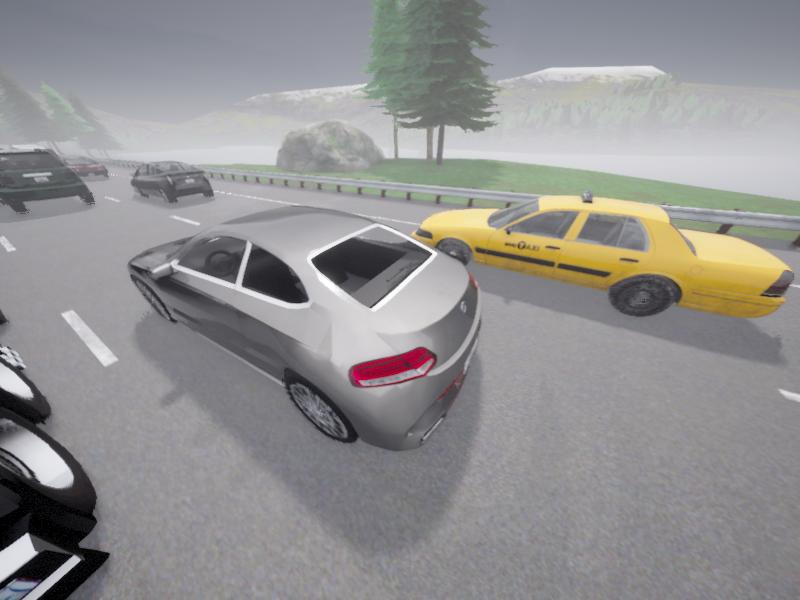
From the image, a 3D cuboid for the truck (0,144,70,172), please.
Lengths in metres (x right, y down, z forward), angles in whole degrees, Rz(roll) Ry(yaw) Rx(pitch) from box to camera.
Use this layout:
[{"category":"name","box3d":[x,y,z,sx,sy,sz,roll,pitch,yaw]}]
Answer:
[{"category":"truck","box3d":[-36.525,-14.272,23.075,6.274,2.098,2.390,18,39,25]}]

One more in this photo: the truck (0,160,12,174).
[{"category":"truck","box3d":[-38.745,-12.818,20.725,5.204,2.467,2.627,19,39,24]}]

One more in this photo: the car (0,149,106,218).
[{"category":"car","box3d":[-15.591,-5.110,9.724,5.566,2.045,2.150,17,39,25]}]

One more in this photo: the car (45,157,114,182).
[{"category":"car","box3d":[-23.986,-9.850,17.285,4.718,1.301,1.895,18,39,25]}]

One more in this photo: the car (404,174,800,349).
[{"category":"car","box3d":[2.850,-1.213,4.321,5.366,1.575,1.801,18,39,25]}]

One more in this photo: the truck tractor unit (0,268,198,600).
[{"category":"truck tractor unit","box3d":[-5.125,-0.283,0.775,6.516,4.208,3.053,18,39,24]}]

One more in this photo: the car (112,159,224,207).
[{"category":"car","box3d":[-10.954,-5.694,10.963,4.514,1.525,2.007,18,39,25]}]

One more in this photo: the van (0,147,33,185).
[{"category":"van","box3d":[-27.848,-9.099,15.607,4.480,2.038,2.069,18,39,24]}]

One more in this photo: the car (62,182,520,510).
[{"category":"car","box3d":[-1.502,-0.332,3.080,5.027,1.651,2.152,18,39,24]}]
